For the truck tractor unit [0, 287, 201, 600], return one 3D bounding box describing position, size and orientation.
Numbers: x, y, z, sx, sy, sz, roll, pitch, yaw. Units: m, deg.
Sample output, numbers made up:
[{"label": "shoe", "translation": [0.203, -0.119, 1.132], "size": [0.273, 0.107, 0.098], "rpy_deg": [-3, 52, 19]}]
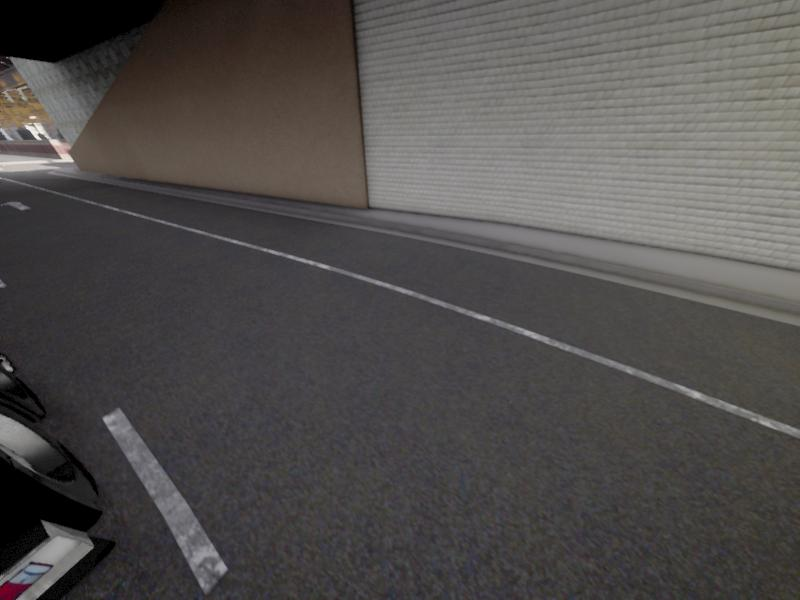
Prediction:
[{"label": "truck tractor unit", "translation": [-5.148, -0.263, 0.720], "size": [6.516, 4.208, 3.053], "rpy_deg": [17, 38, 22]}]
